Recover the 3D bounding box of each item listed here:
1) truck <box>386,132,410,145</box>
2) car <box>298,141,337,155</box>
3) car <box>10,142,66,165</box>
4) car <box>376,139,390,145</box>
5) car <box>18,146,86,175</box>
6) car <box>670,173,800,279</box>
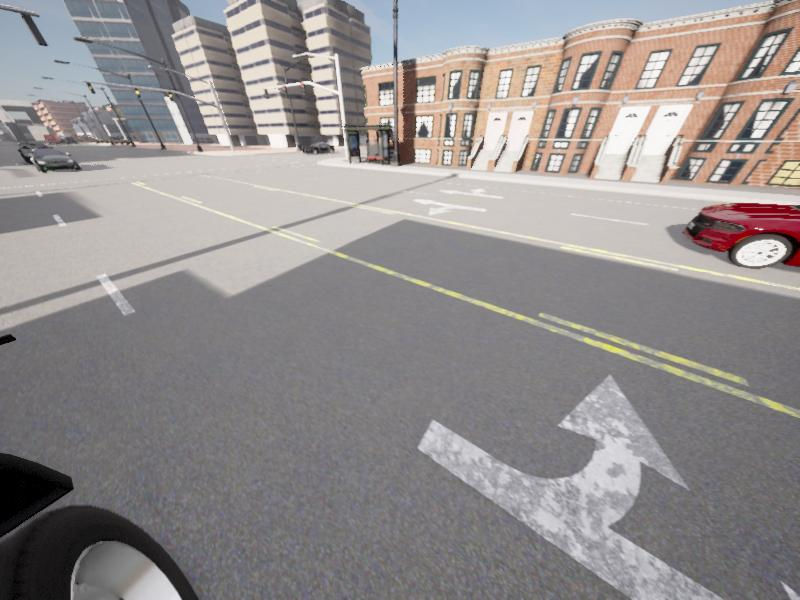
[{"bbox_3d":[-0.756,-60.151,85.941,8.468,3.827,2.891,20,40,27],"label":"truck"},{"bbox_3d":[-12.220,-22.859,34.676,1.930,1.638,5.238,22,41,28],"label":"car"},{"bbox_3d":[-35.630,-14.486,22.757,4.611,1.667,2.242,22,41,28],"label":"car"},{"bbox_3d":[-6.400,-58.916,86.247,5.238,1.638,1.930,20,40,27],"label":"car"},{"bbox_3d":[-26.437,-10.693,17.558,4.974,1.542,2.038,22,41,28],"label":"car"},{"bbox_3d":[9.096,-1.171,4.250,5.008,1.535,1.882,23,41,28],"label":"car"}]
